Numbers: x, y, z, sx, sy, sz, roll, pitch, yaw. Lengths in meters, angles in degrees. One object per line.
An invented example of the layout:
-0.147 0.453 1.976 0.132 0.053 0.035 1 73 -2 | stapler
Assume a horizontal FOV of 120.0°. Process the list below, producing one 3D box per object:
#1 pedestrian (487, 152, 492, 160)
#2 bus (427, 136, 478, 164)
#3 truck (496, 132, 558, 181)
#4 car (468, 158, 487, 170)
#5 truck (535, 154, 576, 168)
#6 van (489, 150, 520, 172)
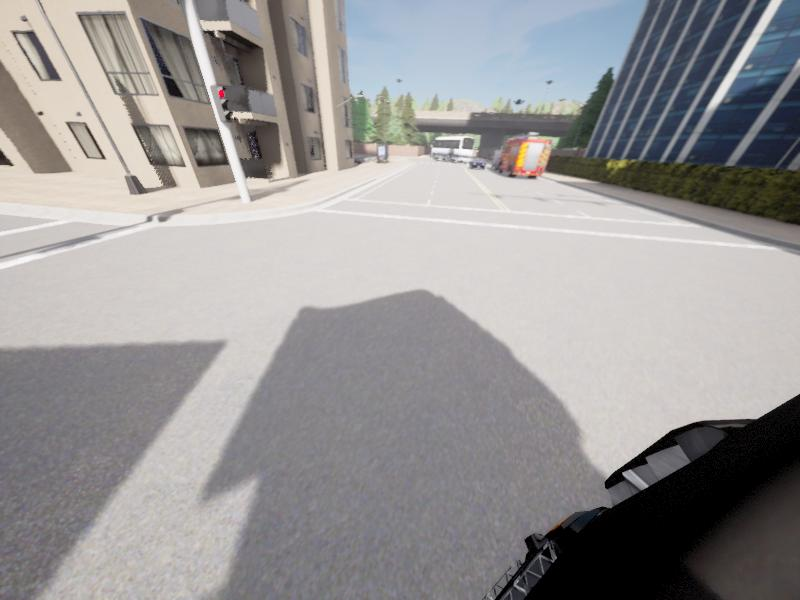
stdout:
25.241 -40.724 65.390 0.751 1.860 0.751 7 34 6 | pedestrian
10.168 -30.479 46.850 3.944 4.253 10.273 -12 36 -24 | bus
13.348 -15.821 25.406 2.891 3.827 8.468 7 34 7 | truck
11.270 -19.923 33.747 1.895 1.301 4.718 7 34 7 | car
32.605 -29.292 48.654 6.274 2.098 2.390 7 34 6 | truck
14.760 -20.012 33.111 2.351 2.431 6.366 7 34 7 | van
